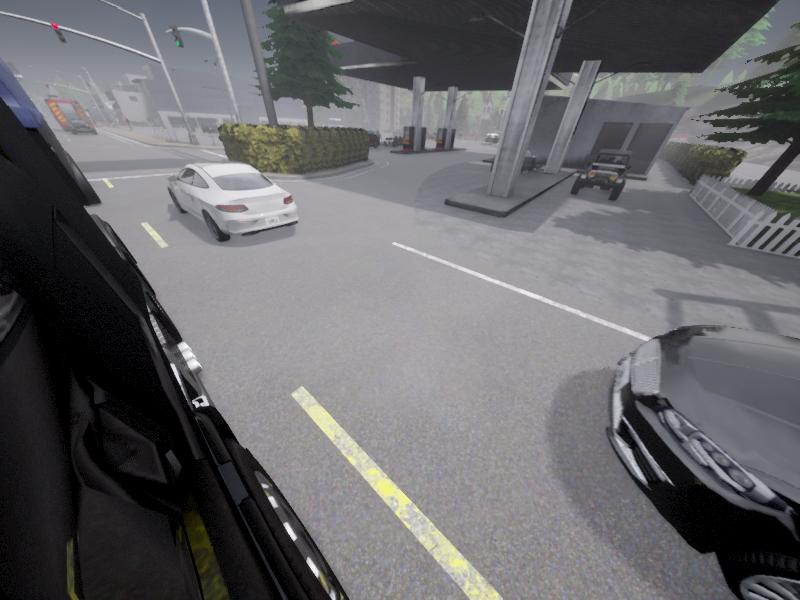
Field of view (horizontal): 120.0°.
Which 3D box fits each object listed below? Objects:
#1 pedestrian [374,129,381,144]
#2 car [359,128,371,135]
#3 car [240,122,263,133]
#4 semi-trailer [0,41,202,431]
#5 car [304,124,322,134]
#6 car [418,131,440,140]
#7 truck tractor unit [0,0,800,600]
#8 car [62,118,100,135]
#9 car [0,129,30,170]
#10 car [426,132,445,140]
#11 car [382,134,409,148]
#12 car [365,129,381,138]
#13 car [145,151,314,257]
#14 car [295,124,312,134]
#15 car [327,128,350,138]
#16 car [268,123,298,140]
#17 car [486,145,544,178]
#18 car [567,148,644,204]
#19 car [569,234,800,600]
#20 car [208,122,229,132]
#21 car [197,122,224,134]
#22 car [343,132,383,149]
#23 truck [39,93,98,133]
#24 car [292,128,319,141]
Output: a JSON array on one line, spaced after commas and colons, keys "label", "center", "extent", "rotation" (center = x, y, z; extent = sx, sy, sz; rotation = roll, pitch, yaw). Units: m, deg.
[{"label": "pedestrian", "center": [-3.485, -25.658, 36.174], "extent": [0.751, 1.860, 0.751], "rotation": [28, 43, 29]}, {"label": "car", "center": [-10.919, -52.853, 72.427], "extent": [3.633, 1.501, 1.845], "rotation": [28, 43, 29]}, {"label": "car", "center": [-32.559, -37.760, 50.531], "extent": [5.027, 1.636, 2.152], "rotation": [28, 43, 29]}, {"label": "semi-trailer", "center": [-8.713, -3.597, 4.210], "extent": [14.254, 4.402, 2.717], "rotation": [28, 44, 30]}, {"label": "car", "center": [-22.863, -44.913, 60.606], "extent": [4.605, 1.855, 1.932], "rotation": [28, 43, 29]}, {"label": "car", "center": [7.161, -40.924, 57.557], "extent": [5.027, 1.636, 2.152], "rotation": [28, 43, 29]}, {"label": "truck tractor unit", "center": [-2.645, -0.295, 0.352], "extent": [6.516, 4.208, 3.053], "rotation": [28, 44, 30]}, {"label": "car", "center": [-39.104, -21.239, 28.276], "extent": [4.974, 1.542, 2.038], "rotation": [28, 44, 30]}, {"label": "car", "center": [-20.415, -6.609, 10.168], "extent": [1.816, 1.474, 4.193], "rotation": [29, 44, 29]}, {"label": "car", "center": [9.120, -42.325, 59.567], "extent": [4.514, 1.523, 2.007], "rotation": [28, 43, 29]}, {"label": "car", "center": [-0.616, -23.397, 33.950], "extent": [1.970, 1.475, 3.806], "rotation": [28, 44, 30]}, {"label": "car", "center": [-6.297, -38.808, 53.864], "extent": [3.633, 1.501, 1.845], "rotation": [28, 43, 29]}, {"label": "car", "center": [-4.554, -2.836, 6.096], "extent": [4.674, 1.442, 1.812], "rotation": [28, 43, 29]}, {"label": "car", "center": [-24.398, -43.478, 58.557], "extent": [3.866, 1.878, 1.905], "rotation": [28, 43, 29]}, {"label": "car", "center": [-12.700, -34.424, 47.568], "extent": [4.514, 1.523, 2.007], "rotation": [28, 43, 29]}, {"label": "car", "center": [-17.223, -24.738, 33.972], "extent": [3.866, 1.878, 1.905], "rotation": [28, 43, 29]}, {"label": "car", "center": [8.574, -10.383, 17.092], "extent": [2.242, 1.667, 4.611], "rotation": [28, 43, 29]}, {"label": "car", "center": [10.171, -6.303, 11.462], "extent": [1.905, 1.878, 3.866], "rotation": [28, 43, 29]}, {"label": "car", "center": [3.803, 1.500, 0.615], "extent": [4.902, 1.511, 2.128], "rotation": [30, 45, 32]}, {"label": "car", "center": [-36.405, -34.728, 46.370], "extent": [3.806, 1.475, 1.970], "rotation": [28, 43, 29]}, {"label": "car", "center": [-33.319, -30.197, 40.621], "extent": [4.514, 1.523, 2.007], "rotation": [28, 43, 29]}, {"label": "car", "center": [-4.672, -20.676, 29.933], "extent": [2.033, 1.649, 4.856], "rotation": [28, 44, 30]}, {"label": "truck", "center": [-45.902, -25.787, 32.008], "extent": [8.468, 3.827, 2.891], "rotation": [28, 44, 30]}, {"label": "car", "center": [-14.644, -25.733, 35.938], "extent": [3.806, 1.475, 1.970], "rotation": [28, 43, 29]}]
